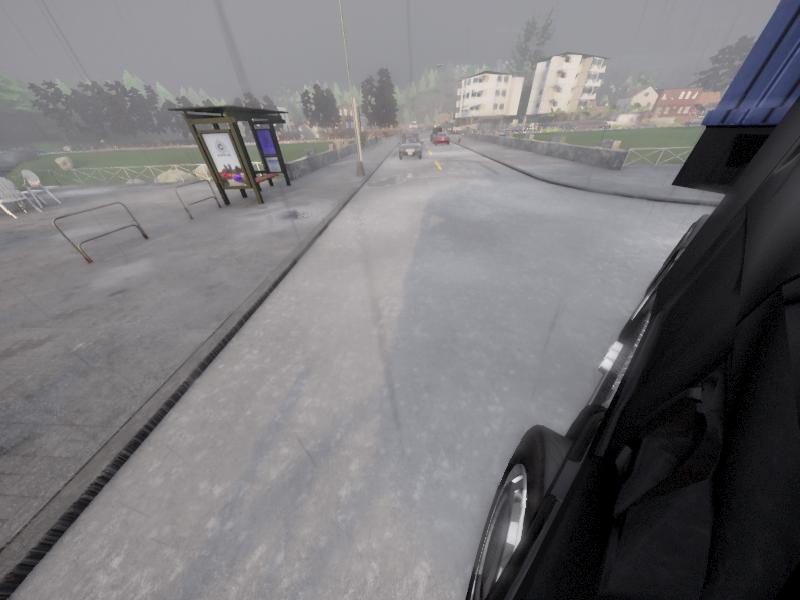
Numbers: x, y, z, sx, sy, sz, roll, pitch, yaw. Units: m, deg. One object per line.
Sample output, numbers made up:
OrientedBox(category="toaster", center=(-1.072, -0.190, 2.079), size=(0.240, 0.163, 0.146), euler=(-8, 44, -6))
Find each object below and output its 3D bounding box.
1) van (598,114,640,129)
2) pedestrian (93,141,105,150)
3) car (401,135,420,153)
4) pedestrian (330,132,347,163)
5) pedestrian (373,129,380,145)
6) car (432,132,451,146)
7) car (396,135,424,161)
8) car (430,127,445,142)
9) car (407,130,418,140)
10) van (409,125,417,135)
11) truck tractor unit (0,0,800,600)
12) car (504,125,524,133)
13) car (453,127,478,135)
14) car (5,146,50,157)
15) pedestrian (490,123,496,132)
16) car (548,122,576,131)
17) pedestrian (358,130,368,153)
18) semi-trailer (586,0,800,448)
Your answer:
OrientedBox(category="van", center=(50.628, -41.344, 53.622), size=(6.366, 2.431, 2.351), euler=(0, 37, 4))
OrientedBox(category="pedestrian", center=(-79.137, -40.669, 60.786), size=(0.751, 1.860, 0.751), euler=(-4, 37, -1))
OrientedBox(category="car", center=(1.196, -17.097, 25.251), size=(1.895, 1.301, 4.718), euler=(0, 37, 4))
OrientedBox(category="pedestrian", center=(-4.573, -11.435, 17.372), size=(0.751, 1.860, 0.751), euler=(0, 37, 4))
OrientedBox(category="pedestrian", center=(-3.489, -24.150, 34.241), size=(0.751, 1.860, 0.751), euler=(0, 37, 3))
OrientedBox(category="car", center=(5.637, -22.294, 31.843), size=(1.994, 1.385, 4.181), euler=(-1, 37, 2))
OrientedBox(category="car", center=(0.939, -13.008, 19.641), size=(2.128, 1.511, 4.902), euler=(1, 37, 4))
OrientedBox(category="car", center=(5.968, -26.797, 37.385), size=(1.905, 1.878, 3.866), euler=(0, 37, 4))
OrientedBox(category="car", center=(2.718, -34.691, 48.425), size=(1.837, 1.490, 4.892), euler=(2, 37, 8))
OrientedBox(category="van", center=(4.197, -53.835, 73.054), size=(2.351, 2.431, 6.366), euler=(0, 37, 4))
OrientedBox(category="truck tractor unit", center=(2.645, -0.295, 0.351), size=(6.516, 4.208, 3.053), euler=(-28, 44, -30))
OrientedBox(category="car", center=(27.241, -41.000, 55.365), size=(3.806, 1.475, 1.970), euler=(0, 37, 4))
OrientedBox(category="car", center=(15.829, -40.986, 56.102), size=(5.357, 1.411, 2.033), euler=(0, 37, 4))
OrientedBox(category="car", center=(-83.715, -33.596, 52.043), size=(2.033, 1.649, 4.856), euler=(0, 37, 4))
OrientedBox(category="pedestrian", center=(24.214, -44.967, 60.103), size=(0.751, 1.860, 0.751), euler=(0, 37, 3))
OrientedBox(category="car", center=(38.204, -40.989, 54.676), size=(4.892, 1.490, 1.837), euler=(0, 37, 3))
OrientedBox(category="pedestrian", center=(-3.833, -16.541, 24.129), size=(0.751, 1.860, 0.751), euler=(-2, 37, 1))
OrientedBox(category="semi-trailer", center=(9.992, -2.009, 2.023), size=(14.254, 4.402, 2.717), euler=(-8, 37, -7))
